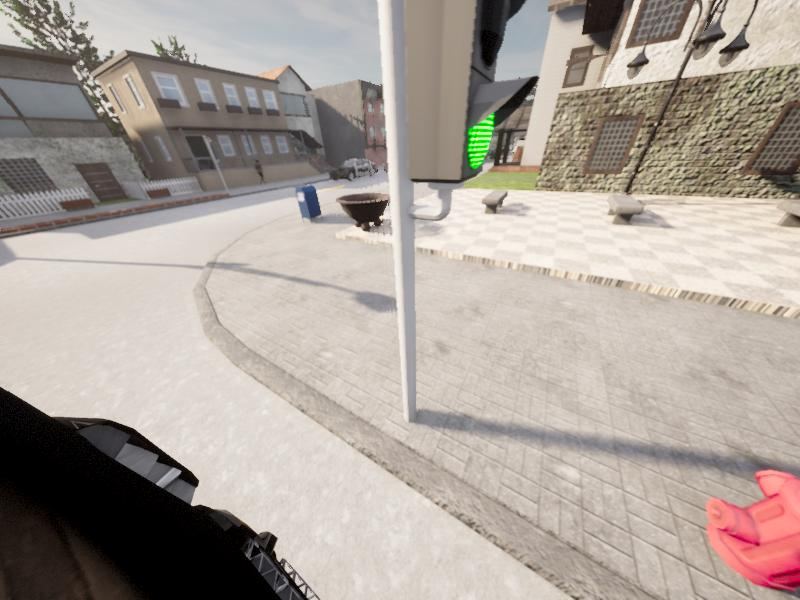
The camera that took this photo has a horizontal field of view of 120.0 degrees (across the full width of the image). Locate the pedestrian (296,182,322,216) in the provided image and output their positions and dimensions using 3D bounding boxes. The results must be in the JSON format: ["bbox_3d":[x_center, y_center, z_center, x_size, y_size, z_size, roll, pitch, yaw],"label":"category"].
[{"bbox_3d":[-3.466,-3.856,8.811,0.500,1.100,0.500,24,42,34],"label":"pedestrian"}]

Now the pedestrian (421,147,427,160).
[{"bbox_3d":[4.070,-25.030,39.480,0.751,1.860,0.751,20,40,31],"label":"pedestrian"}]

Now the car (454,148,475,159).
[{"bbox_3d":[11.637,-26.503,41.678,2.163,1.488,4.792,16,38,26],"label":"car"}]

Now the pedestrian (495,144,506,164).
[{"bbox_3d":[11.088,-16.132,25.501,0.751,1.860,0.751,16,38,26],"label":"pedestrian"}]

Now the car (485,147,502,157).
[{"bbox_3d":[17.494,-27.825,43.309,1.994,1.385,4.181,16,38,26],"label":"car"}]

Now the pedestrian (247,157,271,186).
[{"bbox_3d":[-10.839,-9.906,17.849,0.751,1.860,0.751,3,34,9],"label":"pedestrian"}]

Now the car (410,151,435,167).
[{"bbox_3d":[2.918,-17.988,29.459,1.789,1.549,3.705,16,38,26],"label":"car"}]

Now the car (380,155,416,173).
[{"bbox_3d":[-0.118,-14.950,25.285,1.994,1.385,4.181,16,38,26],"label":"car"}]

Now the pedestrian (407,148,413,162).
[{"bbox_3d":[1.591,-22.647,36.082,0.751,1.860,0.751,11,36,20],"label":"pedestrian"}]

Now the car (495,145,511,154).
[{"bbox_3d":[22.549,-32.794,50.380,2.033,1.411,5.357,16,38,26],"label":"car"}]

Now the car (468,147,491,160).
[{"bbox_3d":[12.614,-23.107,36.434,2.038,1.542,4.974,16,38,26],"label":"car"}]

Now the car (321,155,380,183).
[{"bbox_3d":[-4.010,-11.335,19.895,1.930,1.638,5.238,15,38,25],"label":"car"}]

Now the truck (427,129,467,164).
[{"bbox_3d":[7.176,-23.159,34.865,2.891,3.827,8.468,16,38,26],"label":"truck"}]
